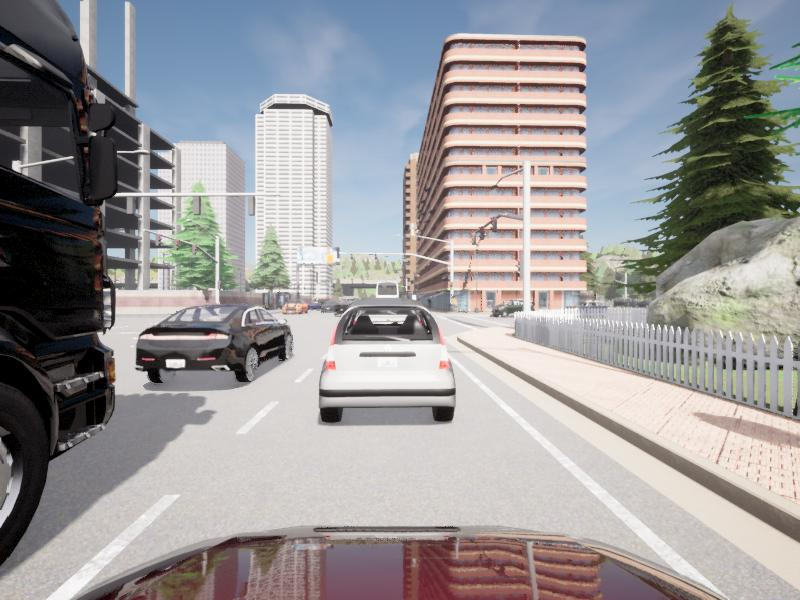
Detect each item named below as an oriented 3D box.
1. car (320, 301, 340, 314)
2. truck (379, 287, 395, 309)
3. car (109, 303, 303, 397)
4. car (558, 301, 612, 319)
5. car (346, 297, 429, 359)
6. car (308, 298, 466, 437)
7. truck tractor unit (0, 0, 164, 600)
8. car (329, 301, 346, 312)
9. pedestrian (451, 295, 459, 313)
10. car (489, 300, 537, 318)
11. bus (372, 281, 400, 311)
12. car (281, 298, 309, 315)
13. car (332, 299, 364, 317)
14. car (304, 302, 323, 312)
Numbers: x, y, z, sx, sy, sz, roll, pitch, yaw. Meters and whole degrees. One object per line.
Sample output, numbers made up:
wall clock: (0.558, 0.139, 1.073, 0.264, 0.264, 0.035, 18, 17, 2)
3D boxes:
car: (-8.566, 0.844, 49.348, 1.837, 1.490, 4.892, 0, 0, -2)
truck: (-2.391, -0.325, 75.532, 2.891, 3.827, 8.468, 0, 0, -2)
car: (-3.785, 0.837, 9.032, 2.128, 1.511, 4.902, 0, 0, -2)
car: (15.441, 0.798, 33.417, 3.806, 1.475, 1.970, 0, 0, -22)
car: (-0.386, 0.757, 13.092, 2.242, 1.667, 4.611, 0, 0, -1)
car: (-0.207, 0.788, 6.686, 1.851, 1.617, 3.988, 0, 0, -2)
truck tractor unit: (-3.403, -0.516, 0.105, 3.053, 4.208, 6.516, 0, 0, -3)
car: (-8.798, 0.844, 56.554, 1.837, 1.490, 4.892, 0, 0, -2)
pedestrian: (5.592, 0.429, 40.995, 0.751, 1.860, 0.751, 0, 0, 3)
car: (10.037, 0.759, 35.522, 3.705, 1.549, 1.789, 0, 0, -14)
bus: (-2.067, -0.534, 61.354, 3.944, 4.253, 10.273, 0, 0, -2)
car: (-11.956, 0.694, 45.747, 2.097, 1.767, 4.553, 0, 0, -2)
car: (-5.153, 0.757, 40.220, 1.930, 1.638, 5.238, 0, -1, 8)
car: (-12.326, 0.943, 57.377, 1.895, 1.301, 4.718, 0, 0, -2)
